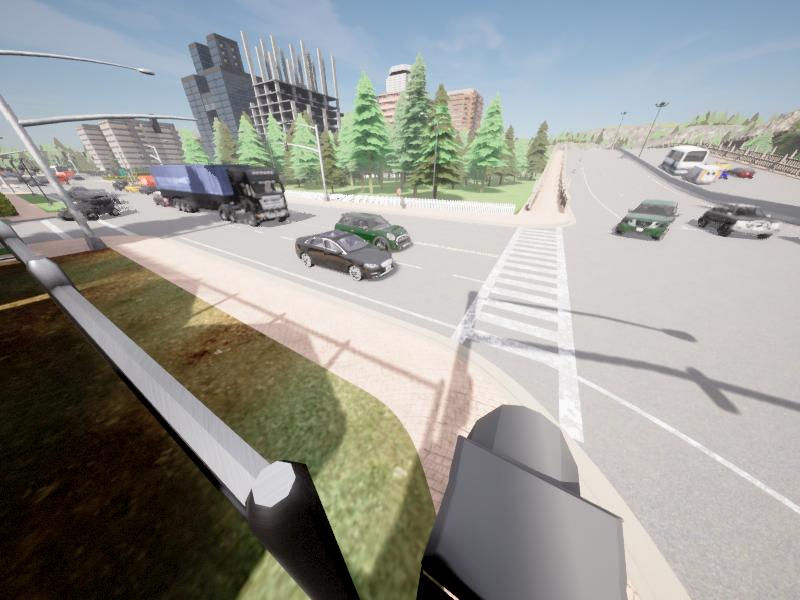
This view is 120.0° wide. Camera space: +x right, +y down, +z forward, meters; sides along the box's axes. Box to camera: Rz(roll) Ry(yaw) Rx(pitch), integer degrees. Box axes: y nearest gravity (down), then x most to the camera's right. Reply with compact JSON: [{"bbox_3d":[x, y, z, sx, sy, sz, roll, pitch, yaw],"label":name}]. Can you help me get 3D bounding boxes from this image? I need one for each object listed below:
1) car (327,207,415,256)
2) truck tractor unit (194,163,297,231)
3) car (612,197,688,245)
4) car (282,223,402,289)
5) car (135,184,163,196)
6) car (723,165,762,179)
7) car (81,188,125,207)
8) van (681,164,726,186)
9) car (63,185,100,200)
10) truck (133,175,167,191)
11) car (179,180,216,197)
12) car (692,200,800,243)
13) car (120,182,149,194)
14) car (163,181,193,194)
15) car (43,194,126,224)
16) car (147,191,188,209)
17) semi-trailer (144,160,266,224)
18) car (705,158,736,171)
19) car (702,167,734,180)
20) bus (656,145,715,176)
[{"bbox_3d":[-1.649,-4.057,13.237,4.553,1.767,2.097,17,34,27],"label":"car"},{"bbox_3d":[-11.998,-8.271,18.150,6.516,4.208,3.053,17,34,27],"label":"truck tractor unit"},{"bbox_3d":[16.735,-5.453,15.407,5.566,2.045,2.150,-22,37,-33],"label":"car"},{"bbox_3d":[-2.551,-2.155,10.227,4.902,1.511,2.128,17,34,27],"label":"car"},{"bbox_3d":[-41.167,-18.094,37.870,4.193,1.474,1.816,17,34,27],"label":"car"},{"bbox_3d":[60.543,-22.800,40.991,2.163,1.488,4.792,16,41,26],"label":"car"},{"bbox_3d":[-35.964,-12.464,27.953,5.238,1.638,1.930,17,34,27],"label":"car"},{"bbox_3d":[51.090,-21.304,39.130,2.351,2.431,6.366,16,40,26],"label":"van"},{"bbox_3d":[-45.911,-15.470,33.264,4.974,1.542,2.038,17,34,27],"label":"car"},{"bbox_3d":[-49.132,-23.022,45.411,5.204,2.467,2.627,17,34,27],"label":"truck"},{"bbox_3d":[-31.850,-17.538,36.334,5.566,2.045,2.150,17,34,27],"label":"car"},{"bbox_3d":[22.655,-5.423,15.525,1.932,1.855,4.605,16,33,25],"label":"car"},{"bbox_3d":[-47.118,-19.966,41.007,5.366,1.575,1.801,17,34,27],"label":"car"},{"bbox_3d":[-38.129,-19.391,39.713,4.605,1.855,1.932,17,34,27],"label":"car"},{"bbox_3d":[-26.805,-7.980,19.924,1.905,1.878,3.866,-6,30,-13],"label":"car"},{"bbox_3d":[-26.806,-11.639,26.689,3.806,1.475,1.970,17,34,27],"label":"car"},{"bbox_3d":[-18.702,-10.484,21.744,14.254,4.402,2.717,18,34,28],"label":"semi-trailer"},{"bbox_3d":[64.888,-27.530,46.924,1.801,1.575,5.366,16,41,26],"label":"car"},{"bbox_3d":[56.493,-22.578,41.113,1.816,1.474,4.193,16,41,26],"label":"car"},{"bbox_3d":[56.553,-28.149,46.355,3.944,4.253,10.273,16,41,26],"label":"bus"}]
